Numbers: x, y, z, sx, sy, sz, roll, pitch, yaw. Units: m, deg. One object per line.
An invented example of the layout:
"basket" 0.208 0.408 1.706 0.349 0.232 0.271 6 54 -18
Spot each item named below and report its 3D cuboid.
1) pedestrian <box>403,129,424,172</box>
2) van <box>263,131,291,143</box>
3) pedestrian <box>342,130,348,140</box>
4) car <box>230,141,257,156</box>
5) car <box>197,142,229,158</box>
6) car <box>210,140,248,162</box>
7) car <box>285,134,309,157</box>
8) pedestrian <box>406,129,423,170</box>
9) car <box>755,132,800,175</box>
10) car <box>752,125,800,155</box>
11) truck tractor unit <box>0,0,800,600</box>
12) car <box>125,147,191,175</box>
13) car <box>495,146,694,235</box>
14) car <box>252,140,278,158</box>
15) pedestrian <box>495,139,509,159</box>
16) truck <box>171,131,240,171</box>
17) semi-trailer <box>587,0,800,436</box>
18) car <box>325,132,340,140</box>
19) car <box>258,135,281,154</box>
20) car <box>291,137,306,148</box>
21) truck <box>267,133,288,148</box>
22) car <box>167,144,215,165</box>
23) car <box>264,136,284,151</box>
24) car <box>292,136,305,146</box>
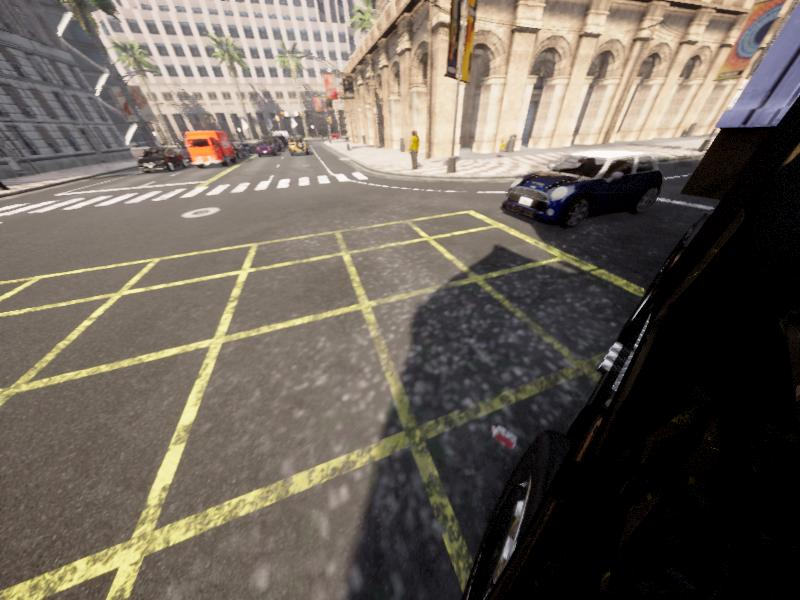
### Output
"pedestrian" 0.739 -8.164 12.632 0.751 1.860 0.751 -24 42 -26
"van" -34.499 -45.882 64.878 6.366 2.431 2.351 -13 38 -14
"pedestrian" -12.716 -38.242 53.537 0.751 1.860 0.751 -15 39 -16
"car" -21.155 -20.676 31.361 1.994 1.385 4.181 -13 38 -13
"car" -24.328 -19.636 30.171 1.994 1.385 4.181 -14 38 -14
"car" -18.724 -16.628 25.590 1.930 1.638 5.238 -14 38 -14
"car" -11.766 -17.745 26.450 1.932 1.855 4.605 -14 38 -15
"pedestrian" 0.835 -8.559 13.153 0.751 1.860 0.751 -8 37 -8
"car" 18.345 -6.310 9.775 4.181 1.385 1.994 -14 38 -14
"car" 25.143 -9.994 14.316 4.718 1.301 1.895 -14 38 -14
"truck tractor unit" 2.645 -0.295 0.351 6.516 4.208 3.053 -28 44 -30
"car" -19.403 -11.453 18.860 1.837 1.490 4.892 -14 38 -14
"car" 4.968 -3.123 6.268 3.806 1.475 1.970 -14 38 -14
"car" -15.541 -17.583 26.805 1.816 1.474 4.193 -14 38 -14
"pedestrian" 6.978 -10.349 15.791 0.500 1.100 0.500 -5 37 -2
"truck" -16.368 -13.030 19.960 2.627 2.467 5.204 -14 38 -15
"semi-trailer" 9.511 -2.872 3.198 14.254 4.402 2.717 -18 39 -19
"car" -19.262 -46.910 66.028 3.705 1.549 1.789 -13 38 -14
"car" -17.503 -21.062 31.214 1.905 1.878 3.866 -13 38 -14
"car" -17.283 -26.859 39.420 1.895 1.301 4.718 -13 38 -14
"truck" -22.458 -29.492 42.578 2.390 2.098 6.274 -13 38 -14
"car" -21.876 -15.489 24.474 2.033 1.411 5.357 -14 38 -14
"car" -19.771 -24.749 36.475 1.930 1.638 5.238 -13 38 -14
"car" -19.688 -30.939 44.922 2.033 1.411 5.357 -13 38 -14
